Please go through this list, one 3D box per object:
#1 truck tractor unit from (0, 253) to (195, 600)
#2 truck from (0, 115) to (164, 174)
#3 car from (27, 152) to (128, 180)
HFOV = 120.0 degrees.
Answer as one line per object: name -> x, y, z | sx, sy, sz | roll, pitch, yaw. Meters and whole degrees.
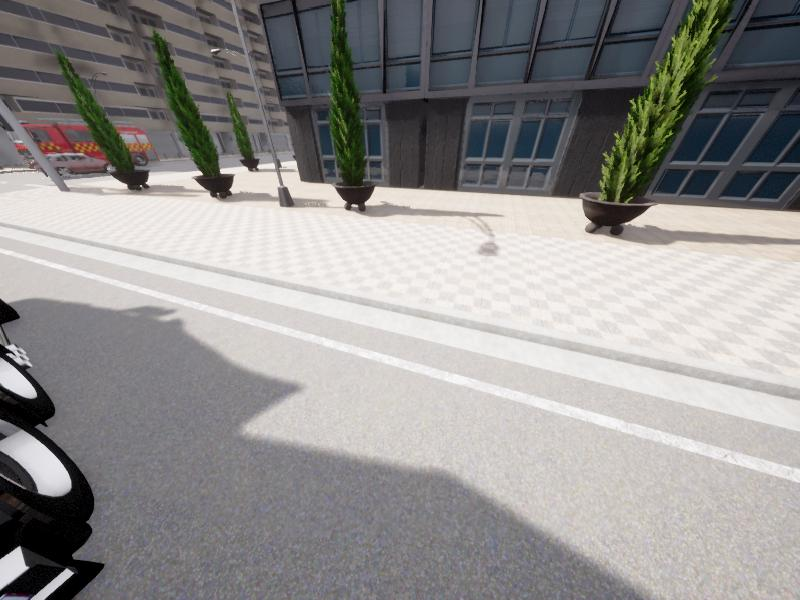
truck tractor unit -> -5.092, -0.320, 0.809 | 6.516, 4.208, 3.053 | 19, 39, 25
truck -> -29.175, -14.664, 21.851 | 2.891, 3.827, 8.468 | 11, 36, 16
car -> -24.042, -10.208, 17.463 | 1.970, 1.475, 3.806 | 12, 37, 17
